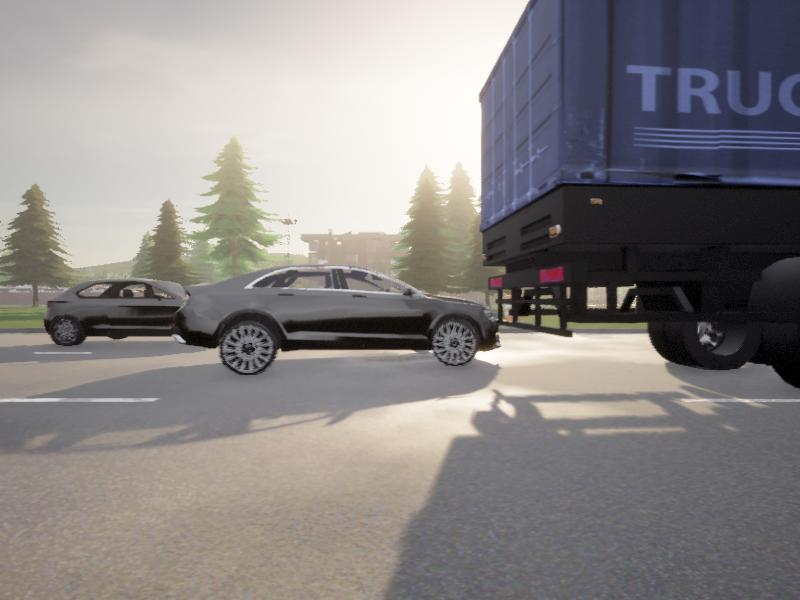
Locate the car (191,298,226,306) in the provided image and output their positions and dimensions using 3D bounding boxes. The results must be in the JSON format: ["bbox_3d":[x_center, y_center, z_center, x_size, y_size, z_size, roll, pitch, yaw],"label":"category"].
[{"bbox_3d":[-30.476,0.332,63.772,4.718,1.301,1.895,0,0,0],"label":"car"}]

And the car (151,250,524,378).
[{"bbox_3d":[-0.806,0.233,6.357,4.902,1.511,2.128,1,-2,-14],"label":"car"}]

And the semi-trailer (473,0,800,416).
[{"bbox_3d":[8.322,-1.218,5.279,14.254,4.402,2.717,0,0,-5],"label":"semi-trailer"}]

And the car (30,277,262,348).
[{"bbox_3d":[-5.571,0.253,9.199,4.193,1.474,1.816,0,0,0],"label":"car"}]
